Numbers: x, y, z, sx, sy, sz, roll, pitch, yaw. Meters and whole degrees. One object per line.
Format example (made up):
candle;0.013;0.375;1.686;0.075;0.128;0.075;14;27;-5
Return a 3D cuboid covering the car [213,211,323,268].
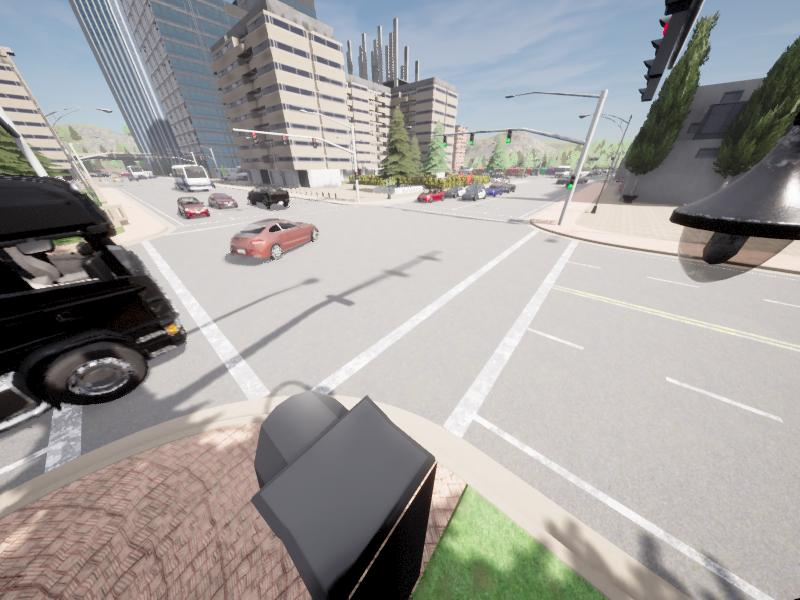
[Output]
car;-6.602;-3.535;12.504;2.152;1.651;5.027;7;31;12

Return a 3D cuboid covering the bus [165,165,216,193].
bus;-39.050;-22.611;42.918;10.273;4.253;3.944;23;37;34

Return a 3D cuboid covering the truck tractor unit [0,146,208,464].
truck tractor unit;-7.736;0.446;3.012;3.053;4.208;6.516;23;37;34

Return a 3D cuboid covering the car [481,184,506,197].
car;14.747;-17.231;36.324;2.007;1.525;4.514;23;37;34

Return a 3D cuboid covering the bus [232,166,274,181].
bus;-48.457;-42.037;76.444;3.944;4.253;10.273;23;37;34

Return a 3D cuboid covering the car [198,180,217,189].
car;-40.872;-24.541;49.037;4.193;1.474;1.816;23;37;34

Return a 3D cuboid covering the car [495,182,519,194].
car;18.843;-19.664;40.553;2.128;1.511;4.902;23;37;34

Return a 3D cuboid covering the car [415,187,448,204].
car;4.201;-13.723;30.248;2.007;1.525;4.514;24;38;35

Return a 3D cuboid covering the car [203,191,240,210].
car;-20.100;-11.219;25.995;4.674;1.442;1.812;23;37;34

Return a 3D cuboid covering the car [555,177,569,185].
car;41.821;-30.679;59.503;1.930;1.638;5.238;23;37;34

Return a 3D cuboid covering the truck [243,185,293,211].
truck;-14.966;-11.665;26.111;6.274;2.098;2.390;24;37;35

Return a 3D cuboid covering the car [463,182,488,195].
car;12.734;-18.797;38.936;2.033;1.649;4.856;23;37;34

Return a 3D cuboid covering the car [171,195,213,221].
car;-19.080;-8.535;21.181;3.988;1.617;1.851;24;38;36

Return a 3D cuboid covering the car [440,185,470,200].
car;8.260;-16.092;34.347;2.038;1.542;4.974;23;37;34

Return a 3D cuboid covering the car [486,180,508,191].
car;19.205;-22.668;45.598;2.242;1.667;4.611;23;37;34

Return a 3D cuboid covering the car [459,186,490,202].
car;10.255;-14.559;31.692;2.038;1.542;4.974;23;37;34

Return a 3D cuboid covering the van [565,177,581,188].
van;38.142;-25.918;50.909;1.775;1.987;4.442;23;37;34

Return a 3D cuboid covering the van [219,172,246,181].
van;-54.541;-40.466;75.548;2.351;2.431;6.366;23;37;34
